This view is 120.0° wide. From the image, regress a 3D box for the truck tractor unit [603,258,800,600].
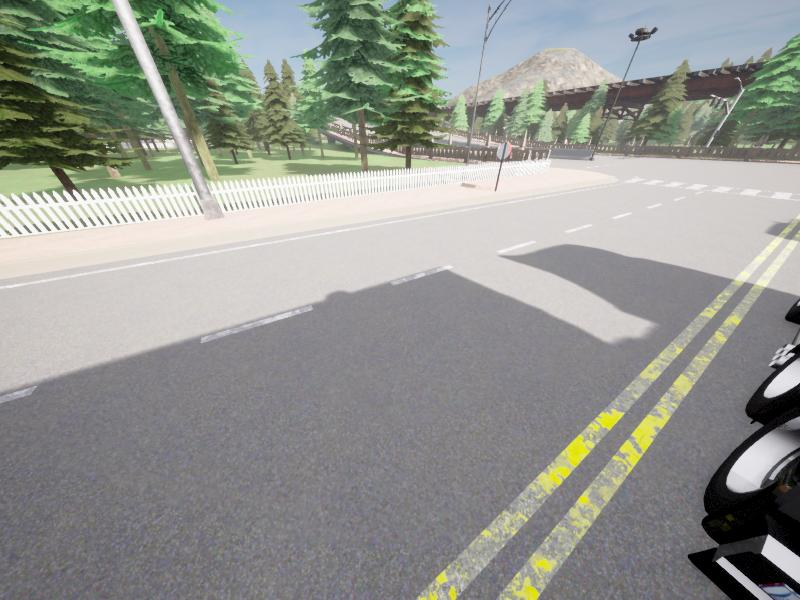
[{"bbox_3d":[5.098,-0.313,0.797,6.516,4.208,3.053,-19,39,-25],"label":"truck tractor unit"}]
